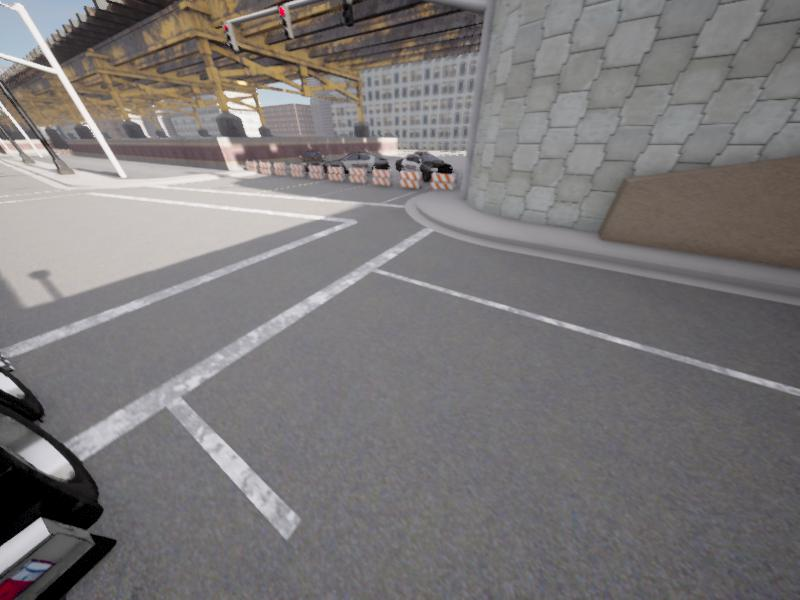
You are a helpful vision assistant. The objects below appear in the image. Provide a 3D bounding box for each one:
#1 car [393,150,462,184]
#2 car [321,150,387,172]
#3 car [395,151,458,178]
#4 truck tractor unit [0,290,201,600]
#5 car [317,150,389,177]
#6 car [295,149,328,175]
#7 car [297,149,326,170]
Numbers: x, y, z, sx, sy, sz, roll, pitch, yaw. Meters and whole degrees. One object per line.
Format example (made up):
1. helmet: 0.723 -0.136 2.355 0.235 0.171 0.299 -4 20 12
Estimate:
1. car: 1.597 -9.097 15.620 2.038 1.542 4.974 -18 39 -24
2. car: -3.317 -10.459 17.339 4.536 1.218 1.853 -3 35 -3
3. car: 1.570 -9.252 15.566 1.853 1.218 4.536 -18 39 -24
4. truck tractor unit: -5.155 -0.255 0.715 6.516 4.208 3.053 17 38 22
5. car: -3.368 -10.327 17.426 4.974 1.542 2.038 -3 35 -3
6. car: -7.276 -11.708 19.440 2.038 1.542 4.974 -9 36 -12
7. car: -7.290 -11.866 19.391 1.853 1.218 4.536 -9 36 -12
